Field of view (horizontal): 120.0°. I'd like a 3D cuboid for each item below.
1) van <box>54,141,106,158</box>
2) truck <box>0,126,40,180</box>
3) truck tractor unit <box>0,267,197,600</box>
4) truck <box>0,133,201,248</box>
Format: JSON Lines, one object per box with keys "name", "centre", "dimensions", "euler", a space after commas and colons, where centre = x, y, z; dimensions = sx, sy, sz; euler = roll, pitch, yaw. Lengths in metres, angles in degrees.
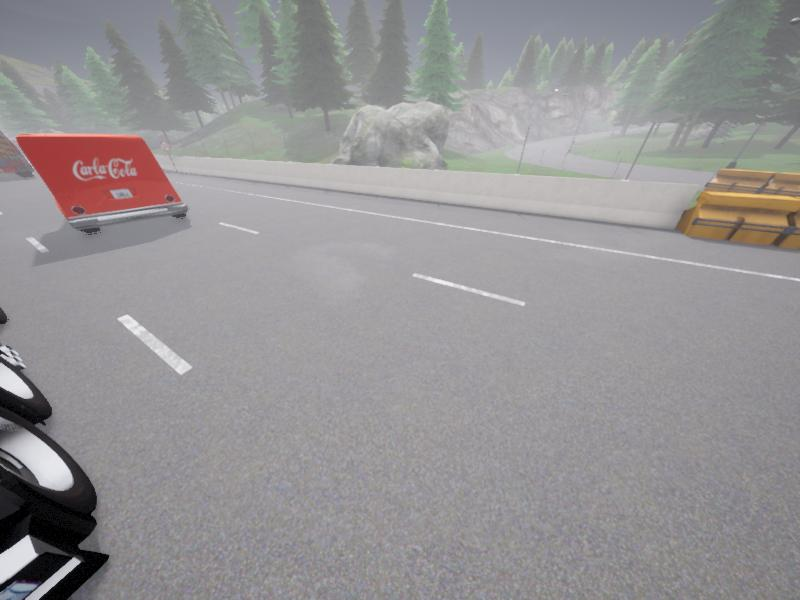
{"name": "van", "centre": [-54.220, -25.647, 39.229], "dimensions": [2.069, 2.038, 4.480], "euler": [18, 43, 25]}
{"name": "truck", "centre": [-32.185, -11.538, 17.470], "dimensions": [8.468, 3.827, 2.891], "euler": [18, 39, 24]}
{"name": "truck tractor unit", "centre": [-5.115, -0.297, 0.773], "dimensions": [6.516, 4.208, 3.053], "euler": [18, 39, 24]}
{"name": "truck", "centre": [-9.471, -3.956, 7.605], "dimensions": [5.204, 2.467, 2.627], "euler": [27, 43, 33]}
